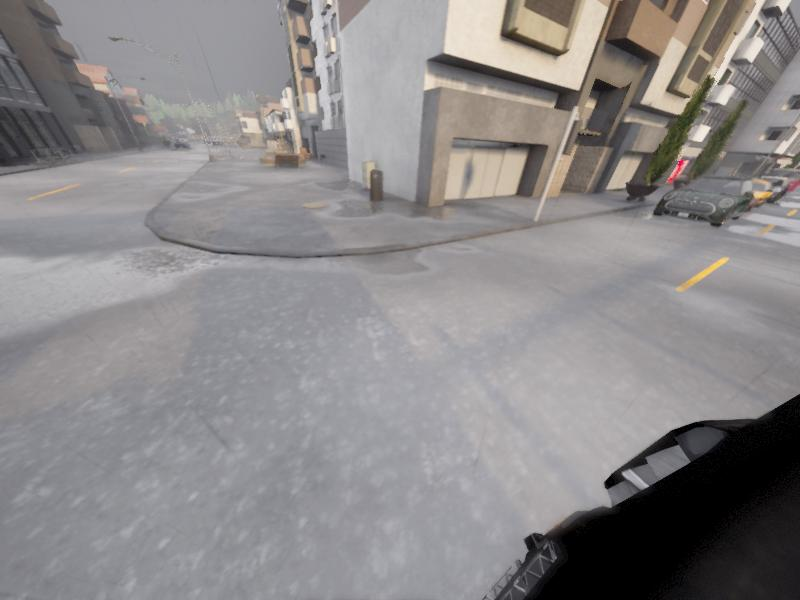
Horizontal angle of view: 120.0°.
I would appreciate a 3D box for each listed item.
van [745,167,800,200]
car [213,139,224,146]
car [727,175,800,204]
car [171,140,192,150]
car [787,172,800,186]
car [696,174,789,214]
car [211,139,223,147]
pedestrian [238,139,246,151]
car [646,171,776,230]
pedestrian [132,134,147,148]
[{"bbox_3d":[30.462,-9.437,18.567,4.442,1.987,1.775,-16,38,-26],"label":"van"},{"bbox_3d":[-52.751,-45.779,67.136,1.801,1.575,5.366,-16,38,-26],"label":"car"},{"bbox_3d":[25.678,-7.858,16.303,3.806,1.475,1.970,-16,38,-26],"label":"car"},{"bbox_3d":[-39.960,-28.469,42.422,1.895,1.301,4.718,-16,38,-26],"label":"car"},{"bbox_3d":[53.005,-15.680,30.071,3.806,1.475,1.970,-16,38,-26],"label":"car"},{"bbox_3d":[19.702,-6.192,13.265,5.366,1.575,1.801,-16,38,-26],"label":"car"},{"bbox_3d":[-49.126,-42.194,61.982,1.930,1.638,5.238,-16,38,-26],"label":"car"},{"bbox_3d":[-31.180,-30.602,45.533,0.751,1.860,0.751,-12,36,-21],"label":"pedestrian"},{"bbox_3d":[13.549,-4.518,10.104,4.553,1.767,2.097,-16,38,-26],"label":"car"},{"bbox_3d":[-42.084,-25.705,37.382,0.751,1.860,0.751,19,37,23],"label":"pedestrian"}]
